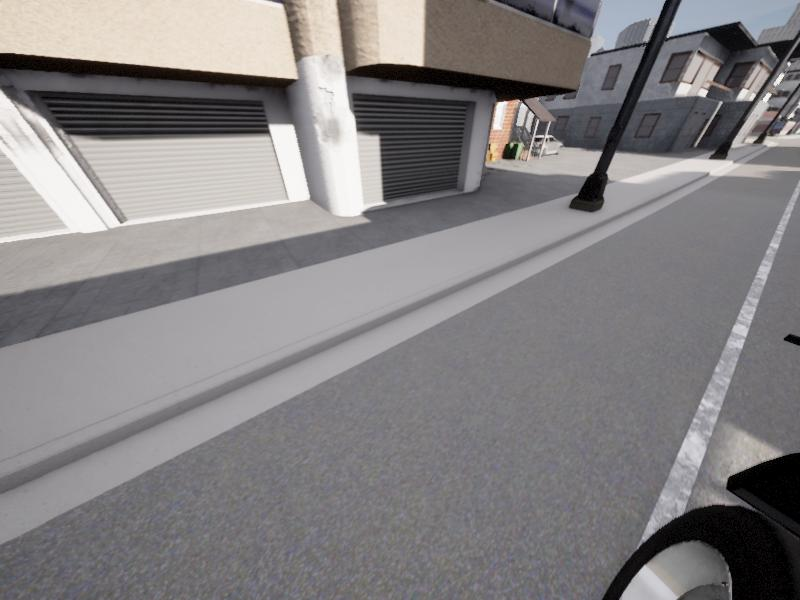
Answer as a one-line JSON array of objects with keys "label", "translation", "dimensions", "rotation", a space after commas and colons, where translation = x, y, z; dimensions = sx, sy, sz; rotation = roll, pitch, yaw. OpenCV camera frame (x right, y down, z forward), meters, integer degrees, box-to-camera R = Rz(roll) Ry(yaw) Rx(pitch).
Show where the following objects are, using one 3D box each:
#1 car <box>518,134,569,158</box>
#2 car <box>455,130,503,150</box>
[{"label": "car", "translation": [12.565, -13.570, 20.293], "dimensions": [3.806, 1.475, 1.970], "rotation": [-23, 41, -26]}, {"label": "car", "translation": [8.873, -18.070, 26.036], "dimensions": [5.027, 1.636, 2.152], "rotation": [-22, 41, -27]}]
